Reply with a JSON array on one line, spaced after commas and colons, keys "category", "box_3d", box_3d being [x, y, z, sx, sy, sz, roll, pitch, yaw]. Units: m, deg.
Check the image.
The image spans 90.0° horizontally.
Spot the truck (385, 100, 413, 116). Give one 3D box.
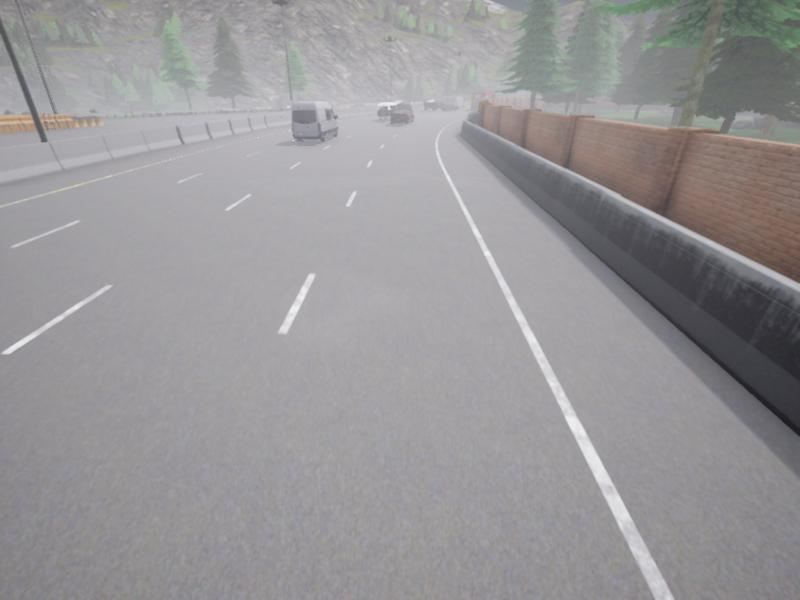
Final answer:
[{"category": "truck", "box_3d": [-0.041, -31.397, 65.296, 2.390, 2.098, 6.274, 10, 29, 19]}]

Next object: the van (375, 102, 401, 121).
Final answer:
[{"category": "van", "box_3d": [-1.477, -24.203, 51.397, 2.069, 2.038, 4.480, 7, 28, 14]}]

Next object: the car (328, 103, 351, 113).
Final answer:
[{"category": "car", "box_3d": [-11.129, -35.686, 74.249, 1.801, 1.575, 5.366, 10, 29, 19]}]

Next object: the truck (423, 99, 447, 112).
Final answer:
[{"category": "truck", "box_3d": [6.927, -38.535, 79.153, 2.390, 2.098, 6.274, 14, 30, 25]}]

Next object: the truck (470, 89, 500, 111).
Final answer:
[{"category": "truck", "box_3d": [17.725, -41.604, 83.217, 2.891, 3.827, 8.468, 16, 31, 28]}]

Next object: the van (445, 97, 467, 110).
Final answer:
[{"category": "van", "box_3d": [12.262, -43.051, 87.555, 2.351, 2.431, 6.366, 16, 31, 28]}]

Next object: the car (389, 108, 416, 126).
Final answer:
[{"category": "car", "box_3d": [0.352, -20.700, 45.140, 1.882, 1.535, 5.008, 6, 28, 12]}]

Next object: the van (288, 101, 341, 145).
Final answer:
[{"category": "van", "box_3d": [-6.035, -13.033, 29.161, 1.988, 2.561, 5.915, 2, 27, 5]}]

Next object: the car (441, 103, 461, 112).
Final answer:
[{"category": "car", "box_3d": [9.960, -37.441, 77.748, 2.128, 1.511, 4.902, 14, 30, 25]}]
